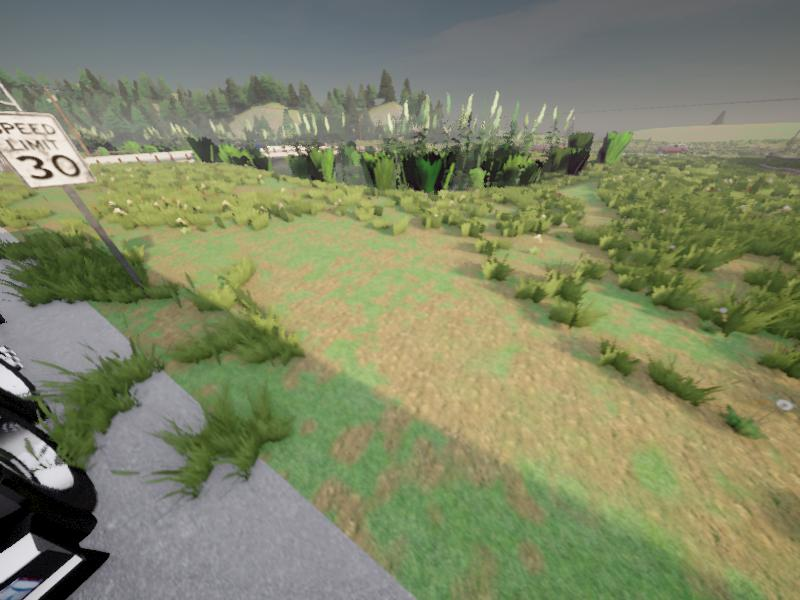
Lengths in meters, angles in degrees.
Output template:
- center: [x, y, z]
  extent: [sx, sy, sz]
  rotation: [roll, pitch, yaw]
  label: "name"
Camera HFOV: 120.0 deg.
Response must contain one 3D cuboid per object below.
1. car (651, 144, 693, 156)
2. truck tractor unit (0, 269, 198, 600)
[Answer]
- center: [42.841, -23.841, 36.570]
  extent: [3.806, 1.475, 1.970]
  rotation: [22, 41, 28]
  label: "car"
- center: [-5.119, -0.293, 0.765]
  extent: [6.516, 4.208, 3.053]
  rotation: [18, 39, 24]
  label: "truck tractor unit"
